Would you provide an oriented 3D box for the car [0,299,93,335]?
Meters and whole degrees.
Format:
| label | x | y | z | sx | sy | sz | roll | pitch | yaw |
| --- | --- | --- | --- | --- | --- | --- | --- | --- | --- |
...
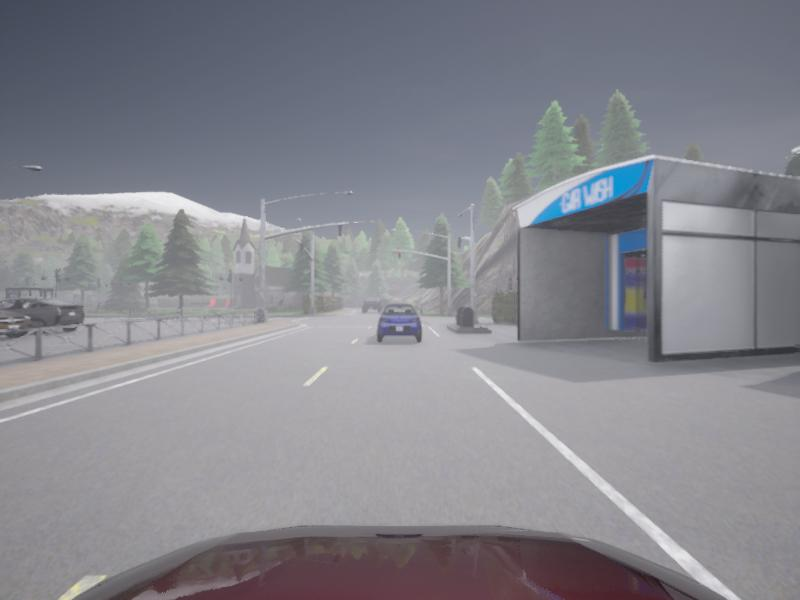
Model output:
| label | x | y | z | sx | sy | sz | roll | pitch | yaw |
| --- | --- | --- | --- | --- | --- | --- | --- | --- | --- |
| car | -16.528 | 0.706 | 17.573 | 4.514 | 1.523 | 2.007 | 0 | 0 | -1 |

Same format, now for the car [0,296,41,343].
| label | x | y | z | sx | sy | sz | roll | pitch | yaw |
| --- | --- | --- | --- | --- | --- | --- | --- | --- | --- |
| car | -16.454 | 0.693 | 14.437 | 5.027 | 1.636 | 2.152 | 0 | 0 | -1 |

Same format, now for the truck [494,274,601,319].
| label | x | y | z | sx | sy | sz | roll | pitch | yaw |
| --- | --- | --- | --- | --- | --- | --- | --- | --- | --- |
| truck | 13.022 | -0.276 | 35.779 | 8.468 | 3.827 | 2.891 | 0 | 0 | -1 |

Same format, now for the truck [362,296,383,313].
| label | x | y | z | sx | sy | sz | roll | pitch | yaw |
| --- | --- | --- | --- | --- | --- | --- | --- | --- | --- |
| truck | -3.589 | 0.610 | 52.640 | 2.390 | 2.098 | 6.274 | 0 | 0 | -1 |

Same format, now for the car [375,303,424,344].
| label | x | y | z | sx | sy | sz | roll | pitch | yaw |
| --- | --- | --- | --- | --- | --- | --- | --- | --- | --- |
| car | -0.019 | 0.876 | 16.808 | 1.816 | 1.474 | 4.193 | 0 | 0 | 0 |
